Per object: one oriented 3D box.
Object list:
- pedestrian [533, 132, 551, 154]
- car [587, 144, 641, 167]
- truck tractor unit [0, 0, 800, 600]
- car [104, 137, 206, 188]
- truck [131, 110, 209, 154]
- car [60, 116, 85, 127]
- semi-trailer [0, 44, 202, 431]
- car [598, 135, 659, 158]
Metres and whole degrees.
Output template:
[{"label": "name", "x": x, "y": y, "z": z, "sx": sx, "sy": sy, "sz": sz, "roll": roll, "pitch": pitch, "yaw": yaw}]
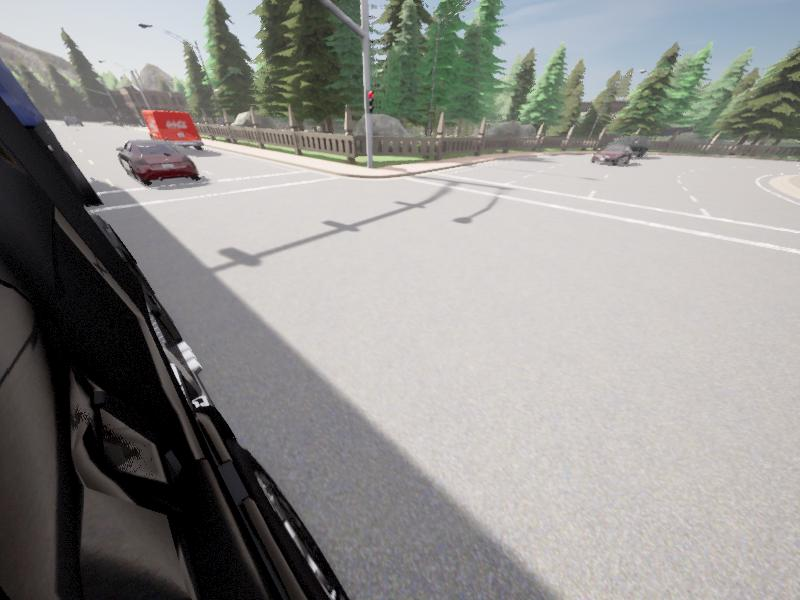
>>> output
[{"label": "pedestrian", "x": 15.404, "y": -17.049, "z": 25.122, "sx": 0.751, "sy": 1.860, "sz": 0.751, "roll": -15, "pitch": 41, "yaw": -22}, {"label": "car", "x": 18.752, "y": -12.703, "z": 20.200, "sx": 4.674, "sy": 1.442, "sz": 1.812, "roll": -22, "pitch": 43, "yaw": -29}, {"label": "truck tractor unit", "x": -2.645, "y": -0.295, "z": 0.351, "sx": 6.516, "sy": 4.208, "sz": 3.053, "roll": 28, "pitch": 44, "yaw": 30}, {"label": "car", "x": -10.612, "y": -6.095, "z": 10.005, "sx": 4.181, "sy": 1.385, "sz": 1.994, "roll": 28, "pitch": 44, "yaw": 30}, {"label": "truck", "x": -17.941, "y": -13.203, "z": 18.084, "sx": 5.204, "sy": 2.467, "sz": 2.627, "roll": 28, "pitch": 44, "yaw": 30}, {"label": "car", "x": -63.943, "y": -34.858, "z": 45.112, "sx": 5.027, "sy": 1.651, "sz": 2.152, "roll": 29, "pitch": 44, "yaw": 30}, {"label": "semi-trailer", "x": -8.721, "y": -3.573, "z": 4.230, "sx": 14.254, "sy": 4.402, "sz": 2.717, "roll": 28, "pitch": 44, "yaw": 30}, {"label": "car", "x": 26.514, "y": -17.837, "z": 26.917, "sx": 5.566, "sy": 2.045, "sz": 2.150, "roll": -11, "pitch": 39, "yaw": -18}]
